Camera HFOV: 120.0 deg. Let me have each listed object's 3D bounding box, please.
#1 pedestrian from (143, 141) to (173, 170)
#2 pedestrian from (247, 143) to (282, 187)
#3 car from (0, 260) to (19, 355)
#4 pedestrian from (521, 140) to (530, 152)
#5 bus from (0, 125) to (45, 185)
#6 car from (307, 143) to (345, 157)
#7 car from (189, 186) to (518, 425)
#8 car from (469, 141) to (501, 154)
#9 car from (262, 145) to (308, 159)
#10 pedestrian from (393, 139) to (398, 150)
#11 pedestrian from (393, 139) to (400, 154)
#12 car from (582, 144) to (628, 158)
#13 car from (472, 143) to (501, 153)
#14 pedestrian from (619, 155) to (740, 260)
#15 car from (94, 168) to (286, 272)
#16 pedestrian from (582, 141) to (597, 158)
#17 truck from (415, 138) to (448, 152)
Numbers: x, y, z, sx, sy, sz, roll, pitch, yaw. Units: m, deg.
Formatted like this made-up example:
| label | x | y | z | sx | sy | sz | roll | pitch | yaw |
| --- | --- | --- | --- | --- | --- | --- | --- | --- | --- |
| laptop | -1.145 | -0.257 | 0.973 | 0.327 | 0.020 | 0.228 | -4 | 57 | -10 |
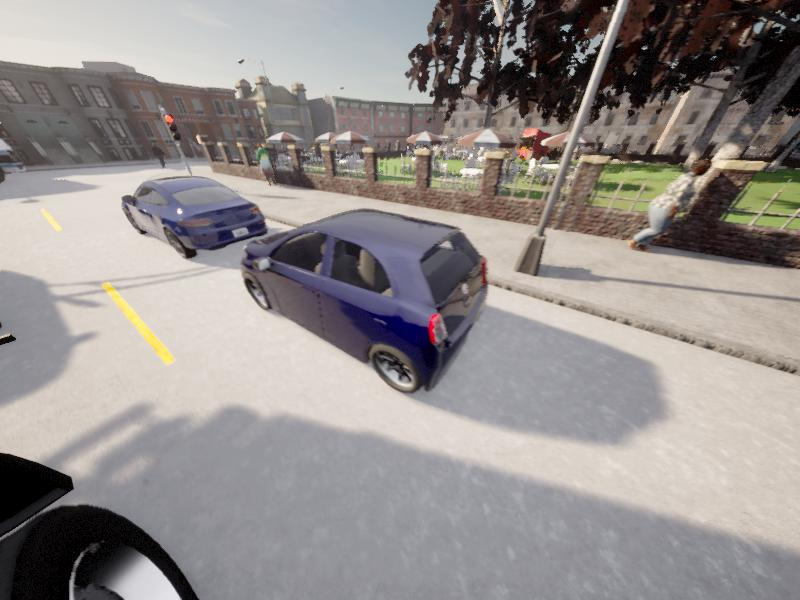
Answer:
| label | x | y | z | sx | sy | sz | roll | pitch | yaw |
| --- | --- | --- | --- | --- | --- | --- | --- | --- | --- |
| pedestrian | -18.848 | -11.268 | 18.051 | 0.751 | 1.860 | 0.751 | 22 | 40 | 27 |
| pedestrian | -6.766 | -6.793 | 11.630 | 0.751 | 1.860 | 0.751 | 22 | 40 | 27 |
| car | -7.336 | -0.256 | 2.875 | 4.514 | 1.525 | 2.007 | 21 | 40 | 27 |
| pedestrian | 22.939 | -28.195 | 42.329 | 0.751 | 1.860 | 0.751 | -26 | 43 | -32 |
| bus | -25.211 | -6.840 | 9.669 | 3.944 | 4.253 | 10.273 | 21 | 40 | 27 |
| car | -10.695 | -22.062 | 33.777 | 1.882 | 1.535 | 5.008 | 22 | 40 | 27 |
| car | -0.702 | -0.450 | 3.215 | 3.633 | 1.501 | 1.845 | 21 | 40 | 27 |
| car | 14.462 | -26.104 | 39.487 | 4.605 | 1.855 | 1.932 | 21 | 40 | 28 |
| car | -14.428 | -18.769 | 29.275 | 1.895 | 1.301 | 4.718 | 22 | 40 | 27 |
| pedestrian | -0.912 | -32.460 | 48.134 | 0.751 | 1.860 | 0.751 | 20 | 40 | 26 |
| pedestrian | -0.470 | -23.266 | 35.092 | 0.751 | 1.860 | 0.751 | 19 | 39 | 25 |
| car | 30.552 | -22.355 | 34.648 | 4.902 | 1.511 | 2.128 | 22 | 40 | 27 |
| car | 15.932 | -28.088 | 42.615 | 4.514 | 1.525 | 2.007 | 21 | 40 | 27 |
| pedestrian | 5.616 | -1.912 | 4.847 | 0.751 | 1.860 | 0.751 | 22 | 41 | 28 |
| car | -5.369 | -2.330 | 5.911 | 4.674 | 1.442 | 1.812 | 21 | 40 | 26 |
| pedestrian | 25.084 | -19.863 | 30.524 | 0.751 | 1.860 | 0.751 | -26 | 43 | -32 |
| truck | 6.301 | -31.043 | 46.215 | 6.274 | 2.098 | 2.390 | 8 | 36 | 11 |
